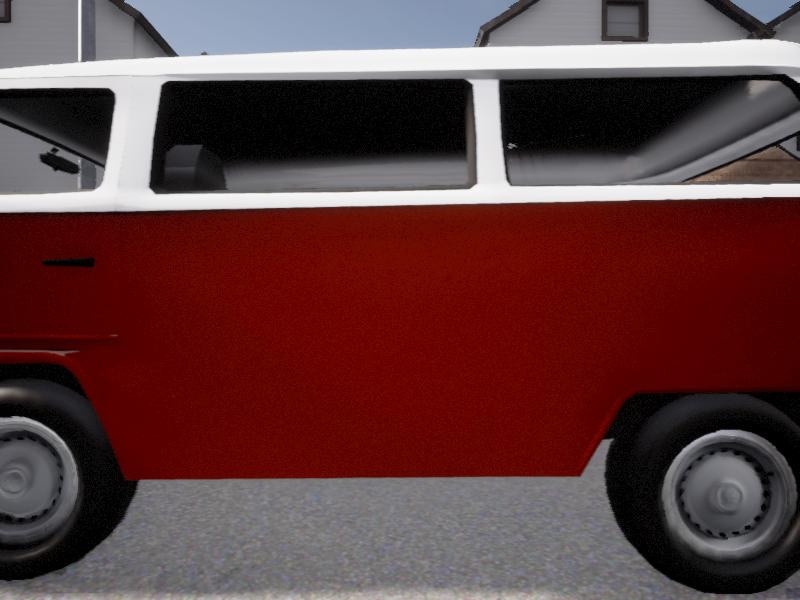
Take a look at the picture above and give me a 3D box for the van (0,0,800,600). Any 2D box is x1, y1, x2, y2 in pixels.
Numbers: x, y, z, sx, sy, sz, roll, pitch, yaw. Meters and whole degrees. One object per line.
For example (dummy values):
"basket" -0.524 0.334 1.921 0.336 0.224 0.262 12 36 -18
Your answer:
"van" -0.164 -0.034 2.194 4.480 2.038 2.069 -1 0 0
